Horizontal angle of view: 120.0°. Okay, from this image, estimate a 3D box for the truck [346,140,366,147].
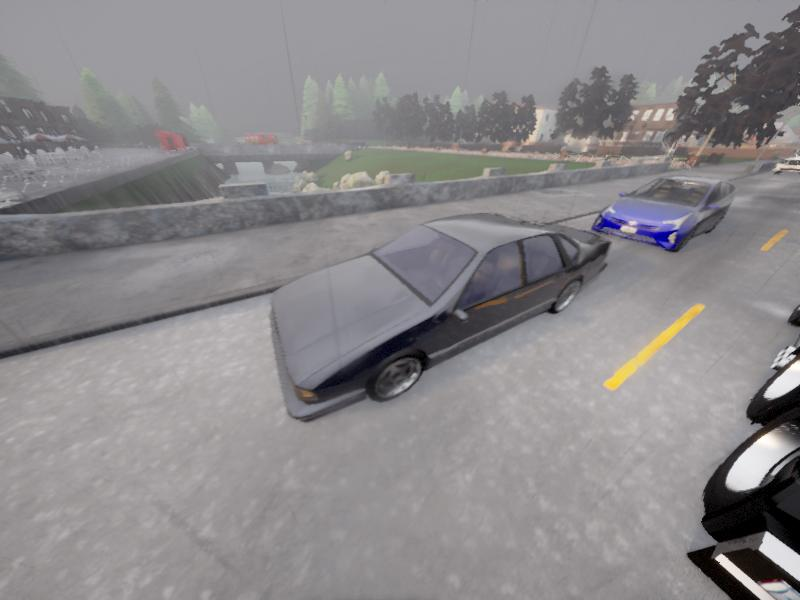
[{"bbox_3d":[-15.475,-54.916,81.123,6.274,2.098,2.390,-18,39,-24],"label":"truck"}]

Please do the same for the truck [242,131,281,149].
[{"bbox_3d":[-39.129,-45.326,65.517,8.468,3.827,2.891,-18,39,-24],"label":"truck"}]

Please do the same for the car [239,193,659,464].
[{"bbox_3d":[0.985,-0.417,3.419,5.357,1.411,2.033,-18,39,-24],"label":"car"}]

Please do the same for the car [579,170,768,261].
[{"bbox_3d":[7.756,-2.670,6.627,4.514,1.525,2.007,-18,39,-25],"label":"car"}]

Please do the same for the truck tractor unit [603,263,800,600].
[{"bbox_3d":[5.111,-0.296,0.797,6.516,4.208,3.053,-18,39,-24],"label":"truck tractor unit"}]

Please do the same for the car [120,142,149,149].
[{"bbox_3d":[-65.787,-38.367,57.240,4.193,1.474,1.816,-18,39,-24],"label":"car"}]

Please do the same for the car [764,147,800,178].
[{"bbox_3d":[34.176,-11.236,18.817,5.566,2.045,2.150,-6,35,-9],"label":"car"}]
